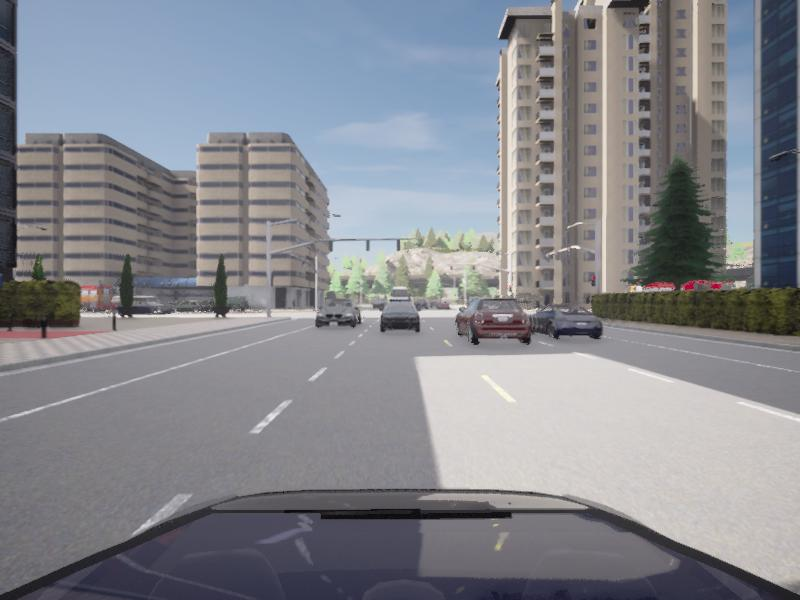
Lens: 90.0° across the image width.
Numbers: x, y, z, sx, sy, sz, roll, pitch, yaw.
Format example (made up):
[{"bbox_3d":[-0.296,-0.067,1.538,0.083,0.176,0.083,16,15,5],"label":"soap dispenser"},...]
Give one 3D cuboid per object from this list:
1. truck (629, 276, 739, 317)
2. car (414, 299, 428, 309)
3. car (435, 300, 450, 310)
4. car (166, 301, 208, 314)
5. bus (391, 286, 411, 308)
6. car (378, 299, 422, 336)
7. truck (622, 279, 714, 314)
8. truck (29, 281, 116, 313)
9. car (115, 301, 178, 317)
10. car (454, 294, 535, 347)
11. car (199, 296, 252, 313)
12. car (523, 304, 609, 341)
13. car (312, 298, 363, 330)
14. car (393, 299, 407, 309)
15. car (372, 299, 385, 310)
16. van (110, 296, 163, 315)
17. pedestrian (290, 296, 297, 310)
[{"bbox_3d":[27.068,-0.347,38.395,8.468,3.827,2.891,0,0,1],"label":"truck"},{"bbox_3d":[3.508,0.648,67.941,2.097,1.767,4.553,0,0,0],"label":"car"},{"bbox_3d":[7.007,0.808,66.127,1.970,1.475,3.806,0,0,0],"label":"car"},{"bbox_3d":[-24.375,0.822,45.925,3.806,1.475,1.970,0,0,1],"label":"car"},{"bbox_3d":[0.132,-0.599,84.698,3.944,4.253,10.273,0,0,0],"label":"bus"},{"bbox_3d":[0.003,0.757,20.210,1.930,1.638,5.238,0,0,0],"label":"car"},{"bbox_3d":[30.231,-0.352,45.373,8.468,3.827,2.891,0,0,1],"label":"truck"},{"bbox_3d":[-40.464,-0.354,49.596,8.468,3.827,2.891,0,0,1],"label":"truck"},{"bbox_3d":[-24.562,0.824,38.928,4.792,1.488,2.163,0,0,1],"label":"car"},{"bbox_3d":[3.501,0.684,15.764,2.097,1.767,4.553,0,0,0],"label":"car"},{"bbox_3d":[-21.468,0.533,49.399,5.566,2.045,2.150,0,0,0],"label":"car"},{"bbox_3d":[7.002,0.894,17.432,1.994,1.385,4.181,0,0,0],"label":"car"},{"bbox_3d":[-3.497,0.740,23.385,2.242,1.667,4.611,0,0,0],"label":"car"},{"bbox_3d":[0.010,0.711,67.426,2.242,1.667,4.611,0,0,0],"label":"car"},{"bbox_3d":[-3.490,0.726,65.942,1.930,1.638,5.238,0,0,0],"label":"car"},{"bbox_3d":[-27.951,0.570,42.463,4.442,1.987,1.775,0,0,1],"label":"van"},{"bbox_3d":[-14.248,0.448,53.583,0.751,1.860,0.751,0,0,-29],"label":"pedestrian"}]
